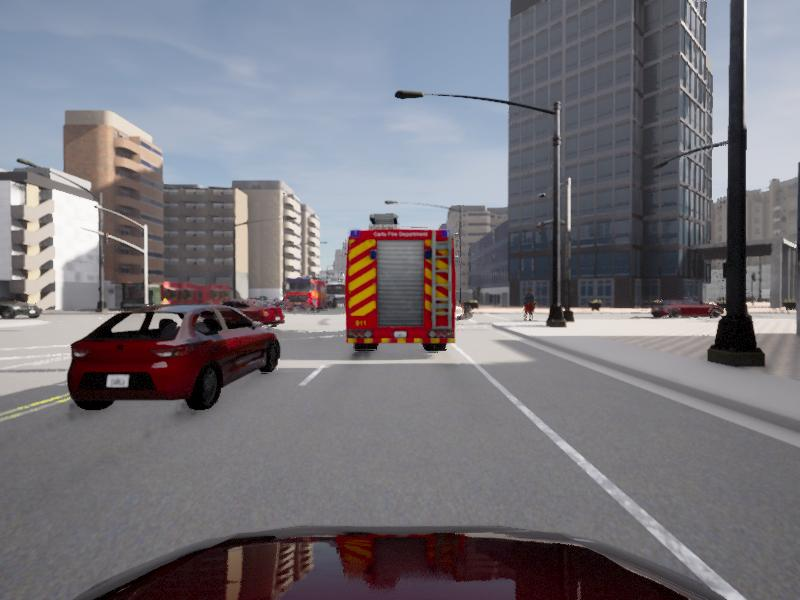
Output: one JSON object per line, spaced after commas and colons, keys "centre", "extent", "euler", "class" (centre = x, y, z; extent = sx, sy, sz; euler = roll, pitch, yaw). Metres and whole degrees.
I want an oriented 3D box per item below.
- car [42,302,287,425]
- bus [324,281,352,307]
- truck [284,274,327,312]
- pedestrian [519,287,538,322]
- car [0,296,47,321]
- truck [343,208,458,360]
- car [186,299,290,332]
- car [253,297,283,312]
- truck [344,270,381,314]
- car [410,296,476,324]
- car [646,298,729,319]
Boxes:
{"centre": [-3.502, 0.796, 7.036], "extent": [1.816, 1.474, 4.193], "euler": [0, 0, 0], "class": "car"}
{"centre": [-10.547, -0.957, 69.483], "extent": [3.944, 4.253, 10.273], "euler": [0, 0, -4], "class": "bus"}
{"centre": [-10.518, -0.732, 45.315], "extent": [2.891, 3.827, 8.468], "euler": [0, 0, 0], "class": "truck"}
{"centre": [6.999, 0.250, 21.802], "extent": [0.751, 1.860, 0.751], "euler": [1, 1, 39], "class": "pedestrian"}
{"centre": [-27.800, 0.531, 27.566], "extent": [5.027, 1.651, 2.152], "euler": [0, 1, 1], "class": "car"}
{"centre": [0.030, -0.452, 14.341], "extent": [2.891, 3.827, 8.468], "euler": [0, 1, 0], "class": "truck"}
{"centre": [-7.869, 0.694, 19.457], "extent": [4.674, 1.442, 1.812], "euler": [0, 0, 21], "class": "car"}
{"centre": [-14.000, 0.456, 42.648], "extent": [1.970, 1.475, 3.806], "euler": [0, 0, 0], "class": "car"}
{"centre": [-3.498, -0.720, 39.464], "extent": [2.891, 3.827, 8.468], "euler": [0, 0, 0], "class": "truck"}
{"centre": [2.820, 0.557, 25.113], "extent": [2.038, 1.542, 4.974], "euler": [1, 1, 34], "class": "car"}
{"centre": [19.452, 0.567, 27.200], "extent": [4.181, 1.385, 1.994], "euler": [0, 1, 0], "class": "car"}
